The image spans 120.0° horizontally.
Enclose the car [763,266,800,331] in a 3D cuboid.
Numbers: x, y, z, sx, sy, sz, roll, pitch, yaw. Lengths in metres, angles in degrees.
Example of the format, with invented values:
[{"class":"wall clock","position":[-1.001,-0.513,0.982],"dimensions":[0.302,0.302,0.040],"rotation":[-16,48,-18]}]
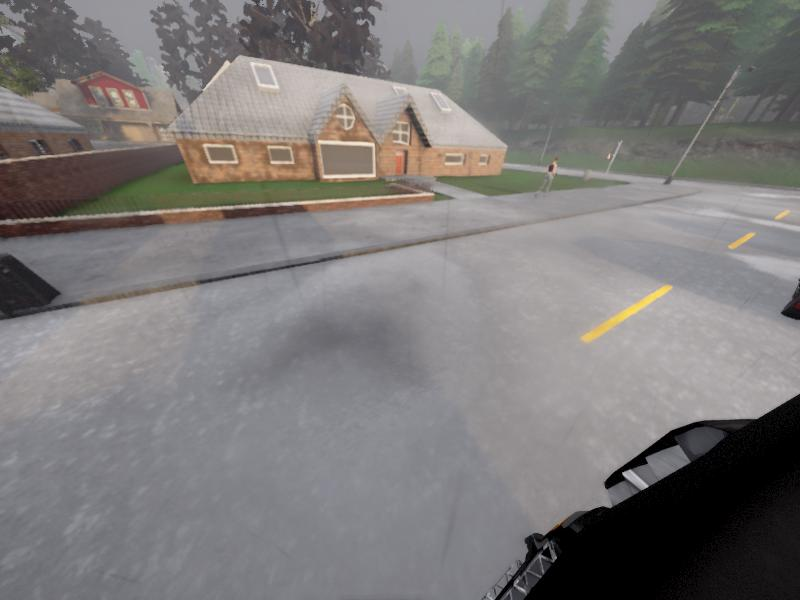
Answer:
[{"class":"car","position":[7.958,-0.327,3.471],"dimensions":[3.633,1.501,1.845],"rotation":[-16,38,-26]}]

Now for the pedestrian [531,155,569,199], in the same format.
[{"class":"pedestrian","position":[7.452,-6.119,11.537],"dimensions":[0.751,1.860,0.751],"rotation":[-14,37,-23]}]
